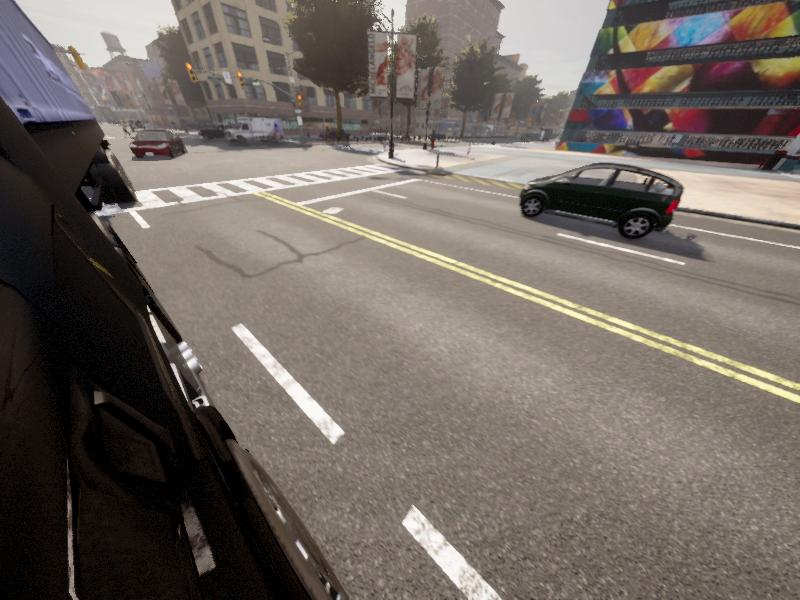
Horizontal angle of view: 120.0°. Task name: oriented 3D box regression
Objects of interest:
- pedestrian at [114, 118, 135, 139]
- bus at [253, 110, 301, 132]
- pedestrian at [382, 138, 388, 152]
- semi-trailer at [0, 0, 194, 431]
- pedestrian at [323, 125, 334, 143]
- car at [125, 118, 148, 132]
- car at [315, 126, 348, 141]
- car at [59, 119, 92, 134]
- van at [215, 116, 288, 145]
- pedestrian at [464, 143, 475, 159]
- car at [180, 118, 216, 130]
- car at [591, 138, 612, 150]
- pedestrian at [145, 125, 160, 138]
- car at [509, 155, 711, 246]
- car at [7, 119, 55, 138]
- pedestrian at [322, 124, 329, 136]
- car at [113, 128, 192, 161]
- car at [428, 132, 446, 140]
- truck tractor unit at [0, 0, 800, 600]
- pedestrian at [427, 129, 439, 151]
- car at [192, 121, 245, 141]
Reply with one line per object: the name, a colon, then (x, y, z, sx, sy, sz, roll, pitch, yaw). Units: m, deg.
pedestrian: (-31.869, -19.881, 26.778, 0.751, 1.860, 0.751, 29, 44, 31)
bus: (-33.107, -48.574, 62.895, 3.944, 4.253, 10.273, 27, 44, 29)
pedestrian: (-1.536, -15.926, 23.754, 0.500, 1.100, 0.500, 24, 42, 26)
semi-trailer: (-8.311, -3.831, 4.591, 2.717, 4.402, 14.254, -30, 47, -35)
pedestrian: (-9.042, -20.923, 29.125, 0.751, 1.860, 0.751, -27, 46, -33)
car: (-45.375, -30.202, 39.807, 1.932, 1.855, 4.605, -27, 46, -33)
car: (-11.031, -27.170, 37.659, 2.097, 1.767, 4.553, 28, 44, 30)
car: (-44.679, -23.913, 31.769, 5.008, 1.535, 1.882, 27, 44, 29)
van: (-16.748, -19.543, 26.694, 2.351, 2.431, 6.366, 22, 41, 24)
pedestrian: (5.752, -12.315, 19.085, 0.500, 1.100, 0.500, -30, 47, -35)
car: (-47.049, -41.061, 54.012, 2.150, 2.045, 5.566, 28, 44, 30)
car: (35.458, -27.449, 40.585, 2.161, 1.482, 4.786, 27, 44, 29)
pedestrian: (-30.905, -21.078, 28.886, 0.751, 1.300, 0.751, 30, 45, 32)
car: (5.572, -3.089, 6.732, 3.705, 1.549, 1.789, 27, 44, 29)
car: (-39.166, -18.308, 24.635, 4.902, 1.511, 2.128, 28, 44, 30)
pedestrian: (-14.921, -33.890, 46.035, 0.751, 1.860, 0.751, 31, 46, 33)
car: (-16.369, -10.633, 15.660, 2.163, 1.488, 4.792, -14, 40, -21)
car: (8.492, -37.493, 52.698, 1.812, 1.442, 4.674, 27, 44, 30)
truck tractor unit: (-2.645, -0.295, 0.351, 6.516, 4.208, 3.053, 28, 44, 30)
pedestrian: (3.530, -17.104, 24.701, 0.751, 1.860, 0.751, -25, 45, -32)
car: (-22.740, -21.350, 29.234, 4.605, 1.855, 1.932, -11, 39, -17)
